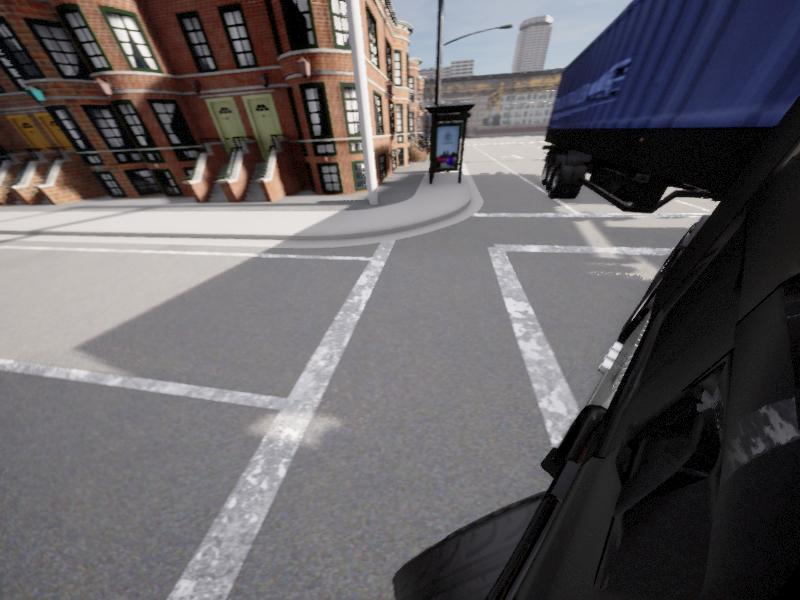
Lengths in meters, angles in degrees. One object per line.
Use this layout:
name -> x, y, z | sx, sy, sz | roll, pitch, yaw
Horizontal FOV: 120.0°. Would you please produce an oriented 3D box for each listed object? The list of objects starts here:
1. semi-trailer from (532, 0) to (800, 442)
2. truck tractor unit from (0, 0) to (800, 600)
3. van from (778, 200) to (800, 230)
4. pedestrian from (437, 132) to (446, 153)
semi-trailer -> 6.133, -4.548, 5.777 | 2.717, 4.402, 14.254 | 10, 38, 17
truck tractor unit -> 2.645, -0.295, 0.351 | 6.516, 4.208, 3.053 | -28, 44, -30
van -> 9.751, -0.891, 2.175 | 2.351, 2.431, 6.366 | 4, 37, 9
pedestrian -> 4.563, -17.282, 25.339 | 0.751, 1.860, 0.751 | 6, 37, 12
